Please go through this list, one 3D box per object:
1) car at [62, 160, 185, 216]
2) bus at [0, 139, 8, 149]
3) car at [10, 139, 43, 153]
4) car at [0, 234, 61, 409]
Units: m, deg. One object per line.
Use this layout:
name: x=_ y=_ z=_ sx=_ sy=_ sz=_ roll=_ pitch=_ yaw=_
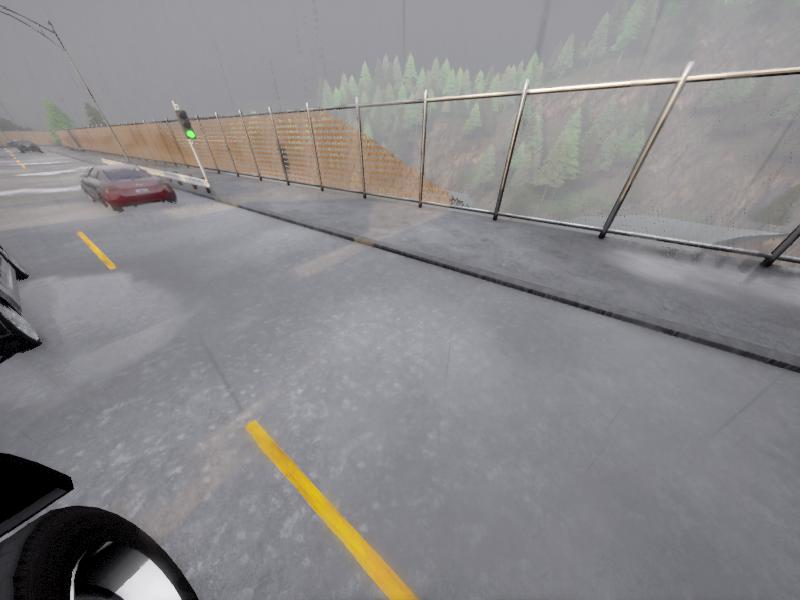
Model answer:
car: x=-11.008 y=-4.625 z=9.229 sx=4.181 sy=1.385 sz=1.994 roll=21 pitch=40 yaw=26
bus: x=-87.970 y=-34.407 z=48.497 sx=10.273 sy=4.253 sz=3.944 roll=22 pitch=41 yaw=28
car: x=-60.374 y=-24.912 z=37.342 sx=4.553 sy=1.767 sz=2.097 roll=22 pitch=41 yaw=28
car: x=-6.539 y=-0.172 z=2.718 sx=5.238 sy=1.638 sz=1.930 roll=22 pitch=41 yaw=28
